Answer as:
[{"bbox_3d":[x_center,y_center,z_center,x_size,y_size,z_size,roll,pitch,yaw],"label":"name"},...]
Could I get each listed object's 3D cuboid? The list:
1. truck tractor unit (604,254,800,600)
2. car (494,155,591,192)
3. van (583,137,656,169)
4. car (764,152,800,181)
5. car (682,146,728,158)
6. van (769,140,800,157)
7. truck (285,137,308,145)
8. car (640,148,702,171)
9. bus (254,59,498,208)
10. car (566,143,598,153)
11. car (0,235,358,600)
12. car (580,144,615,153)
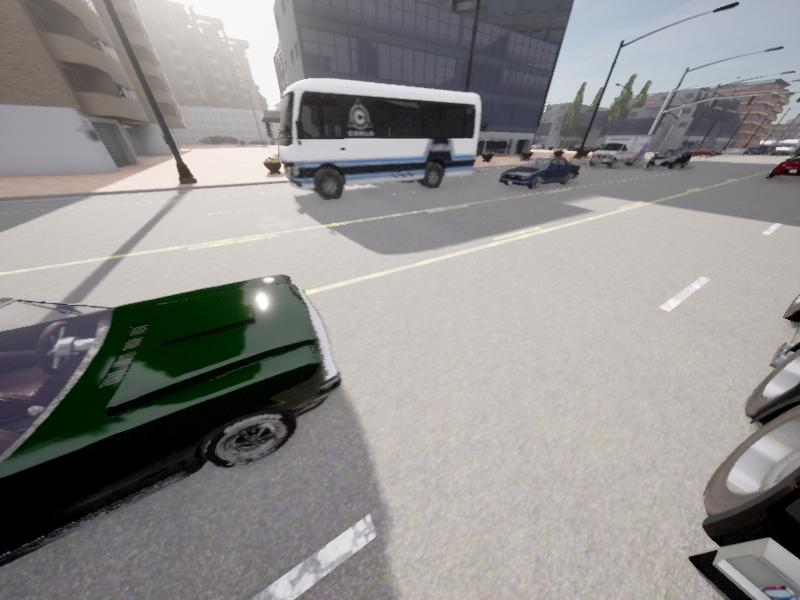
[{"bbox_3d":[5.086,-0.327,0.796,6.516,4.208,3.053,-19,39,-25],"label":"truck tractor unit"},{"bbox_3d":[8.347,-7.503,13.527,5.357,1.411,2.033,-18,39,-24],"label":"car"},{"bbox_3d":[21.551,-14.551,22.711,6.366,2.431,2.351,-18,39,-24],"label":"van"},{"bbox_3d":[27.813,-9.276,16.008,4.193,1.474,1.816,-18,39,-24],"label":"car"},{"bbox_3d":[49.367,-24.078,37.537,4.181,1.385,1.994,30,44,35],"label":"car"},{"bbox_3d":[73.472,-28.880,43.896,5.915,2.561,1.988,-18,39,-24],"label":"van"},{"bbox_3d":[-33.392,-51.266,74.388,6.274,2.098,2.390,-16,38,-23],"label":"truck"},{"bbox_3d":[24.876,-12.950,21.224,4.902,1.511,2.128,-18,39,-24],"label":"car"},{"bbox_3d":[-0.732,-7.936,11.645,10.273,4.253,3.944,-18,39,-24],"label":"bus"},{"bbox_3d":[39.397,-33.021,50.101,1.882,1.535,5.008,-17,38,-24],"label":"car"},{"bbox_3d":[-2.934,0.832,1.663,4.718,1.301,1.895,-18,39,-24],"label":"car"},{"bbox_3d":[43.156,-33.183,50.538,2.033,1.411,5.357,-17,38,-24],"label":"car"}]
